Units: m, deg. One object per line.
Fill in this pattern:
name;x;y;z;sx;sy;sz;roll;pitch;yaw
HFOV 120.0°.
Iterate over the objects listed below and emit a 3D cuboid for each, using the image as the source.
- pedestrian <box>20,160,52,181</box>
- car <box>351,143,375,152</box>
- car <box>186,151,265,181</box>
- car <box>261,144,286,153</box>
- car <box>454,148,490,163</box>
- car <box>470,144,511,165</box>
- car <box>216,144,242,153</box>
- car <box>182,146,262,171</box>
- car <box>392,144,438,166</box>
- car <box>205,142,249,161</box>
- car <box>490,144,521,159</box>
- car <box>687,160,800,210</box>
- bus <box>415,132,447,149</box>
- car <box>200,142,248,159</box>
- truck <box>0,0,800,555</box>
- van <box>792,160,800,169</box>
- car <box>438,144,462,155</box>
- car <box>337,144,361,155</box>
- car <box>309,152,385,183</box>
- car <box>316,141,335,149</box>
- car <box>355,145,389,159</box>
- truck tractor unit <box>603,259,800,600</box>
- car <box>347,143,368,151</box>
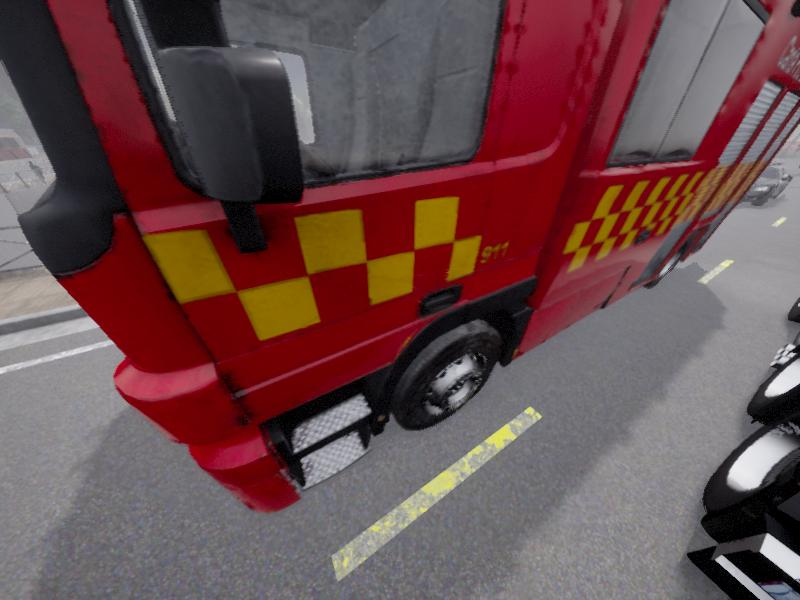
pedestrian;-22.807;-8.116;14.498;0.500;1.100;0.500;-23;41;-29
car;-8.413;-34.863;52.724;5.027;1.636;2.152;-18;39;-25
car;-11.466;-9.070;15.484;3.806;1.475;1.970;-18;39;-25
car;-24.604;-29.575;45.087;3.806;1.475;1.970;-18;39;-25
car;8.912;-17.883;28.536;3.806;1.475;1.970;-18;39;-25
car;10.063;-16.295;25.768;3.866;1.878;1.905;-18;39;-25
car;-32.515;-28.946;44.099;3.633;1.501;1.845;-18;39;-25
car;-14.982;-12.221;19.843;5.027;1.636;2.152;-18;39;-25
car;1.611;-15.665;24.828;4.605;1.855;1.932;-18;39;-25
car;-21.436;-18.622;28.847;3.866;1.878;1.905;-18;39;-25
car;17.141;-24.255;37.651;1.905;1.878;3.866;-18;39;-24
car;16.001;-5.423;10.590;4.974;1.542;2.038;-18;39;-25
bus;10.418;-53.836;78.006;10.273;4.253;3.944;-19;39;-25
car;-23.257;-19.927;30.742;4.605;1.855;1.932;-18;39;-25
truck;2.008;-1.784;3.229;8.468;3.827;2.891;-18;39;-24
van;41.967;-14.156;22.892;4.480;2.038;2.069;-18;39;-25
car;10.206;-31.049;47.583;2.033;1.649;4.856;-18;39;-24
car;-9.063;-26.818;41.145;3.633;1.501;1.845;-18;39;-25
car;-3.532;-9.209;15.866;4.514;1.523;2.007;-18;39;-25
car;-21.388;-44.374;66.237;4.605;1.855;1.932;-19;39;-25
car;-4.059;-21.873;34.048;4.514;1.523;2.007;-18;39;-25
truck tractor unit;5.100;-0.313;0.789;6.516;4.208;3.053;-19;39;-24
car;-10.041;-36.395;54.925;4.514;1.523;2.007;-18;39;-25
